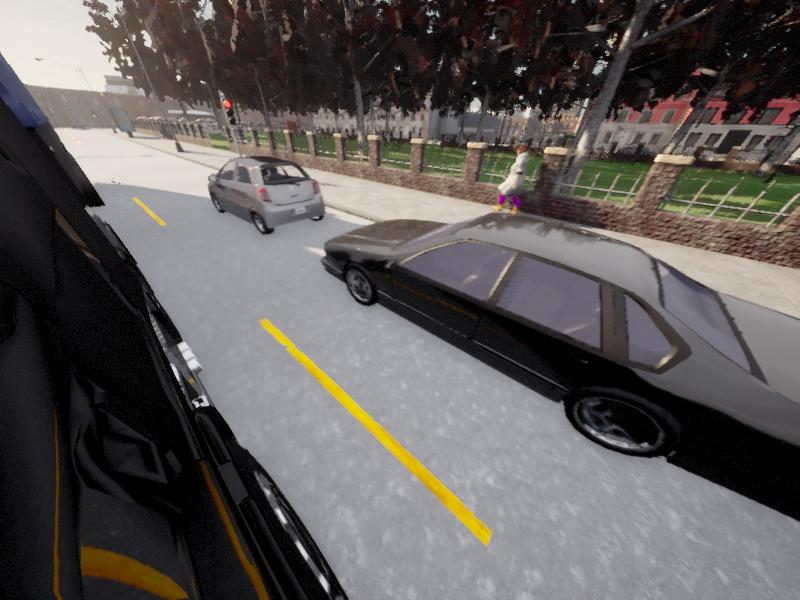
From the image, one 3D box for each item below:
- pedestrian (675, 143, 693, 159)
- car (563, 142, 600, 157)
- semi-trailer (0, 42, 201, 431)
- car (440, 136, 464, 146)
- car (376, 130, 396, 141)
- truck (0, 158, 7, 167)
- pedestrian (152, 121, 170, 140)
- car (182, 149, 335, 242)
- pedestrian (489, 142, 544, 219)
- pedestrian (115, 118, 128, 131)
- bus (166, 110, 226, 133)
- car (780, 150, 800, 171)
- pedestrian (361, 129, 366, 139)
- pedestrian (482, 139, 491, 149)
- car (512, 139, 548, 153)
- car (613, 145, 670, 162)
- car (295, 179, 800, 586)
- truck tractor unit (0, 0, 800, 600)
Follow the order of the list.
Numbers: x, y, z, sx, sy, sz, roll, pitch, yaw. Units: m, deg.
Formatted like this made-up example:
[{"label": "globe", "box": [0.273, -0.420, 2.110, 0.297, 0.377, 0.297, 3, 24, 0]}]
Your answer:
[{"label": "pedestrian", "box": [41.027, -21.528, 33.398, 0.751, 1.860, 0.751, 30, 45, 32]}, {"label": "car", "box": [26.482, -22.110, 33.811, 3.705, 1.549, 1.789, 28, 43, 30]}, {"label": "semi-trailer", "box": [-8.699, -3.575, 4.269, 14.254, 4.402, 2.717, 28, 43, 30]}, {"label": "car", "box": [10.046, -30.761, 44.622, 3.806, 1.475, 1.970, 28, 43, 30]}, {"label": "car", "box": [-3.236, -37.926, 53.209, 4.605, 1.855, 1.932, 27, 43, 31]}, {"label": "truck", "box": [-21.028, -6.200, 8.767, 5.204, 2.467, 2.627, -24, 44, -30]}, {"label": "pedestrian", "box": [-29.071, -20.669, 28.152, 0.751, 1.860, 0.751, 28, 43, 30]}, {"label": "car", "box": [-3.786, -3.032, 6.257, 3.633, 1.501, 1.845, 27, 43, 29]}, {"label": "pedestrian", "box": [3.376, -3.513, 6.831, 0.751, 1.860, 0.751, 27, 43, 29]}, {"label": "pedestrian", "box": [-51.806, -32.660, 43.036, 0.751, 1.860, 0.751, 29, 44, 31]}, {"label": "bus", "box": [-52.981, -46.556, 60.347, 3.944, 4.253, 10.273, 28, 43, 30]}, {"label": "car", "box": [45.582, -15.050, 25.089, 1.905, 1.878, 3.866, -26, 45, -33]}, {"label": "pedestrian", "box": [-8.142, -36.933, 51.374, 0.751, 1.860, 0.751, 29, 44, 31]}, {"label": "pedestrian", "box": [13.888, -25.027, 37.022, 0.751, 1.300, 0.751, 28, 44, 30]}, {"label": "car", "box": [20.982, -25.004, 37.430, 4.514, 1.525, 2.007, 28, 43, 30]}, {"label": "car", "box": [31.628, -19.365, 30.448, 4.892, 1.490, 1.837, 27, 43, 30]}, {"label": "car", "box": [1.270, -0.216, 2.857, 5.357, 1.411, 2.033, 27, 43, 30]}, {"label": "truck tractor unit", "box": [-2.645, -0.295, 0.351, 6.516, 4.208, 3.053, 28, 44, 30]}]
